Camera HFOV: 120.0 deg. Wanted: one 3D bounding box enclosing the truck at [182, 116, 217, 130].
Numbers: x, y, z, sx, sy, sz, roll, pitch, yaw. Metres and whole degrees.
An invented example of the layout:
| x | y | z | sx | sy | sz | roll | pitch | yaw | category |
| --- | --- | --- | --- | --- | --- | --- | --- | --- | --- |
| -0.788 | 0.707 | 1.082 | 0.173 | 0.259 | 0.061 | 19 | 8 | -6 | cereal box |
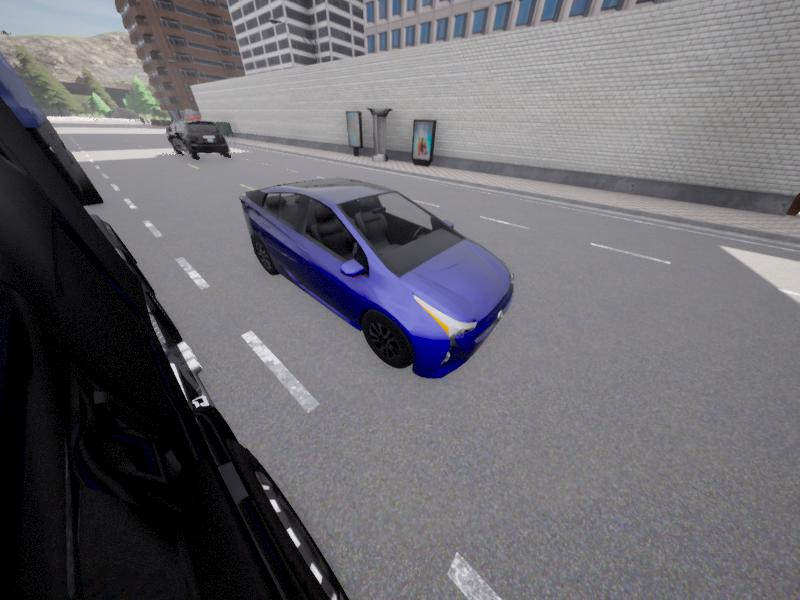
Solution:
| x | y | z | sx | sy | sz | roll | pitch | yaw | category |
| --- | --- | --- | --- | --- | --- | --- | --- | --- | --- |
| -46.325 | -40.992 | 53.523 | 2.627 | 2.467 | 5.204 | 28 | 44 | 30 | truck |

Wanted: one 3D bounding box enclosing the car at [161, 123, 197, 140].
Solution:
| x | y | z | sx | sy | sz | roll | pitch | yaw | category |
| --- | --- | --- | --- | --- | --- | --- | --- | --- | --- |
| -26.585 | -20.242 | 27.783 | 4.193 | 1.474 | 1.816 | 28 | 44 | 30 | car |

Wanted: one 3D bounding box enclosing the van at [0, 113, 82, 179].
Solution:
| x | y | z | sx | sy | sz | roll | pitch | yaw | category |
| --- | --- | --- | --- | --- | --- | --- | --- | --- | --- |
| -16.145 | -6.788 | 9.998 | 4.480 | 2.038 | 2.069 | 30 | 44 | 32 | van |

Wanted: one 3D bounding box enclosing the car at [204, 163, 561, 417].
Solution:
| x | y | z | sx | sy | sz | roll | pitch | yaw | category |
| --- | --- | --- | --- | --- | --- | --- | --- | --- | --- |
| -0.641 | -0.864 | 3.483 | 4.514 | 1.525 | 2.007 | 28 | 44 | 30 | car |

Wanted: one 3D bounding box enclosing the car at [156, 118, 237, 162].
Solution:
| x | y | z | sx | sy | sz | roll | pitch | yaw | category |
| --- | --- | --- | --- | --- | --- | --- | --- | --- | --- |
| -13.773 | -10.897 | 15.629 | 5.566 | 2.045 | 2.150 | 28 | 44 | 29 | car |

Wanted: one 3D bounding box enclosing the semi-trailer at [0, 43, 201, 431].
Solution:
| x | y | z | sx | sy | sz | roll | pitch | yaw | category |
| --- | --- | --- | --- | --- | --- | --- | --- | --- | --- |
| -8.690 | -3.613 | 4.234 | 14.254 | 4.402 | 2.717 | 28 | 44 | 30 | semi-trailer |

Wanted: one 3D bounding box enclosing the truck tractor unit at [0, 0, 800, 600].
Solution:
| x | y | z | sx | sy | sz | roll | pitch | yaw | category |
| --- | --- | --- | --- | --- | --- | --- | --- | --- | --- |
| -2.645 | -0.295 | 0.351 | 6.516 | 4.208 | 3.053 | 28 | 44 | 30 | truck tractor unit |
